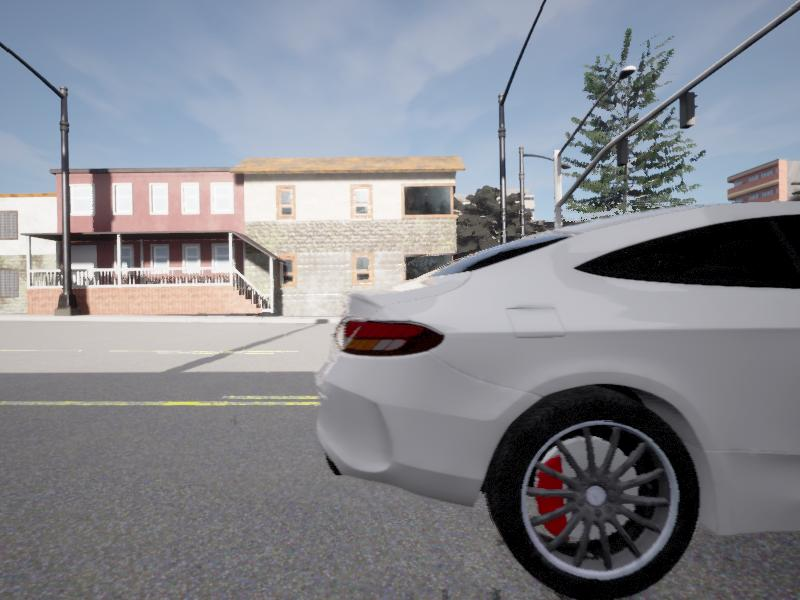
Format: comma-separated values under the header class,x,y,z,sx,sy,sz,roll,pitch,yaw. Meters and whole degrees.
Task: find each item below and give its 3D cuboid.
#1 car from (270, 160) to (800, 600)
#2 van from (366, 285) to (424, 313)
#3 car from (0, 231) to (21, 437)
class,x,y,z,sx,sy,sz,roll,pitch,yaw
car,1.911,0.267,2.218,4.674,1.442,1.812,0,0,-1
van,-0.559,-0.065,39.414,5.915,2.561,1.988,-1,0,44
car,-4.942,0.230,2.066,4.193,1.474,1.816,0,0,-1
